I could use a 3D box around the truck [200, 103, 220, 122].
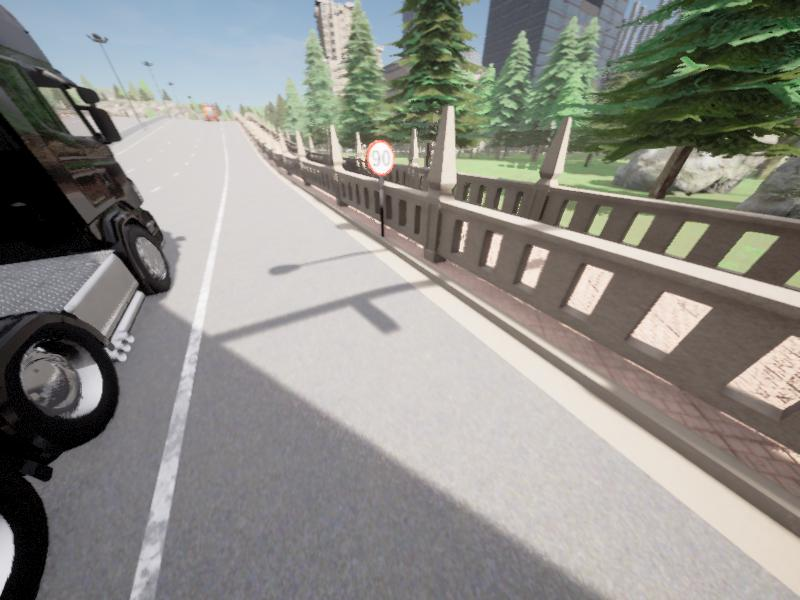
[{"bbox_3d":[-53.647,-53.129,65.481,2.891,3.827,8.468,-18,42,-25],"label":"truck"}]

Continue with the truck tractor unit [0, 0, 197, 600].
[{"bbox_3d":[-4.440,-0.688,1.356,3.053,4.208,6.516,-19,39,-25],"label":"truck tractor unit"}]
